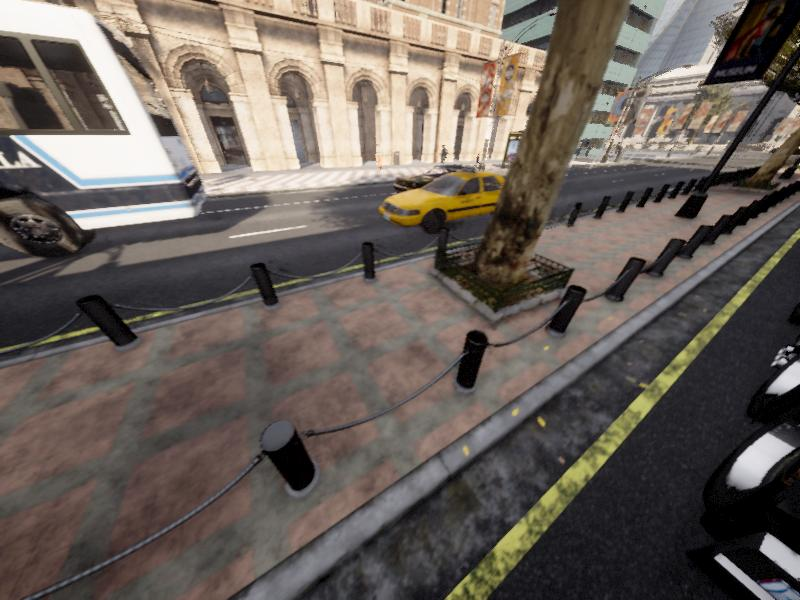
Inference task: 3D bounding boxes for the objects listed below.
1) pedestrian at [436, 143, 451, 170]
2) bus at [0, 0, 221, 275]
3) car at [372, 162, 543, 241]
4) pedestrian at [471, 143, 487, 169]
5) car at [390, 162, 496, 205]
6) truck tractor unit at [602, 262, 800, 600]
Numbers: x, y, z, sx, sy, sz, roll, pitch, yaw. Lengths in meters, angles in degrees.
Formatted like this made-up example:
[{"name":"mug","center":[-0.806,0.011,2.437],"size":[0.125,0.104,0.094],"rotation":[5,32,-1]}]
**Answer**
[{"name":"pedestrian","center":[3.606,-11.920,19.241],"size":[0.751,1.860,0.751],"rotation":[-20,40,-26]},{"name":"bus","center":[-10.348,-2.758,4.153],"size":[10.273,4.253,3.944],"rotation":[-19,39,-24]},{"name":"car","center":[1.945,-3.467,7.623],"size":[5.366,1.575,1.801],"rotation":[-18,39,-24]},{"name":"pedestrian","center":[6.848,-12.491,20.090],"size":[0.751,1.860,0.751],"rotation":[-16,38,-22]},{"name":"car","center":[2.077,-5.703,11.092],"size":[4.718,1.301,1.895],"rotation":[-18,39,-24]},{"name":"truck tractor unit","center":[5.107,-0.305,0.788],"size":[6.516,4.208,3.053],"rotation":[-18,39,-24]}]
